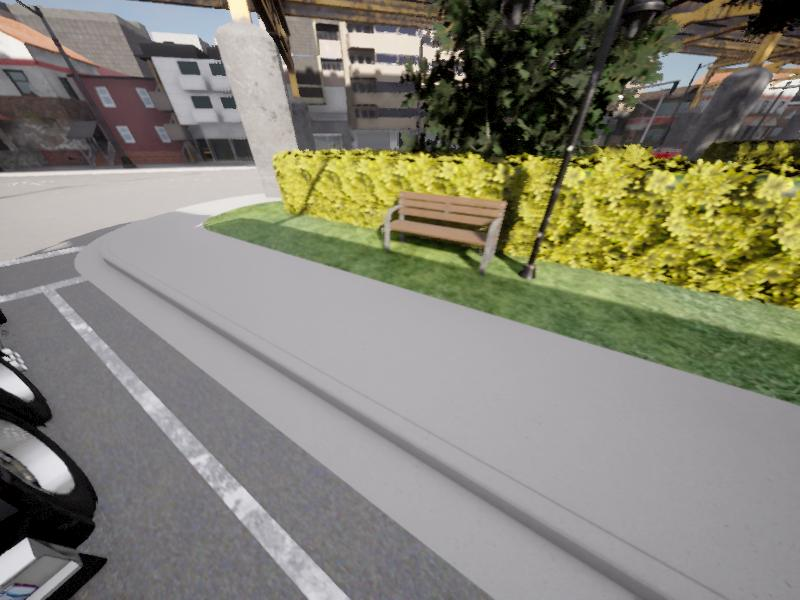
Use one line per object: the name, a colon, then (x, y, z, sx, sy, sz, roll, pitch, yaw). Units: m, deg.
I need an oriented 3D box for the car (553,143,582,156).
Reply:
car: (27.714, -25.108, 38.459, 2.038, 1.542, 4.974, 6, 35, 9)

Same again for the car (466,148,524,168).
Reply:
car: (9.379, -14.188, 23.052, 4.792, 1.488, 2.163, -9, 36, -12)

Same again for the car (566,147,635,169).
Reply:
car: (19.145, -13.667, 22.137, 4.974, 1.542, 2.038, -9, 36, -12)

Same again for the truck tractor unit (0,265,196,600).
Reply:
truck tractor unit: (-5.113, -0.297, 0.799, 6.516, 4.208, 3.053, 18, 38, 24)

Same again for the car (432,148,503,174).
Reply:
car: (5.493, -11.582, 19.205, 5.238, 1.638, 1.930, -9, 36, -12)

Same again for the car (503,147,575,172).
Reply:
car: (12.294, -12.622, 20.636, 5.027, 1.651, 2.152, -9, 36, -12)
